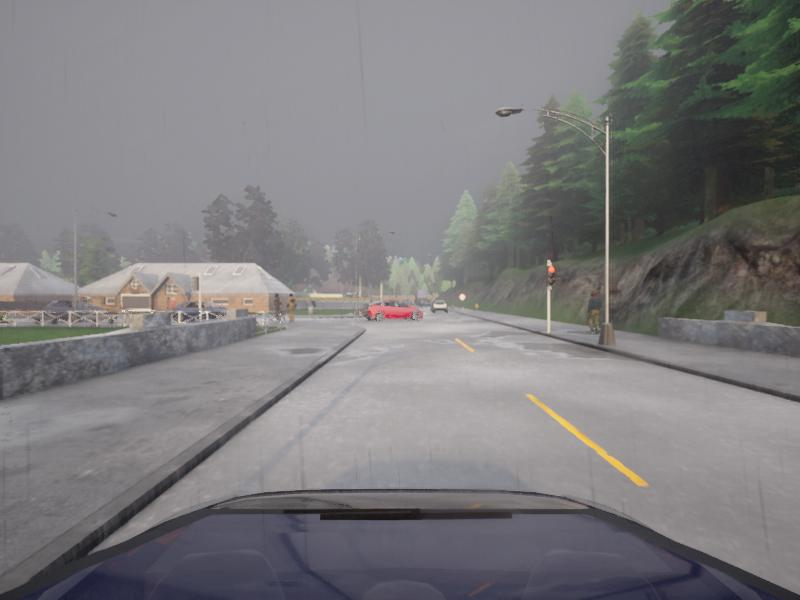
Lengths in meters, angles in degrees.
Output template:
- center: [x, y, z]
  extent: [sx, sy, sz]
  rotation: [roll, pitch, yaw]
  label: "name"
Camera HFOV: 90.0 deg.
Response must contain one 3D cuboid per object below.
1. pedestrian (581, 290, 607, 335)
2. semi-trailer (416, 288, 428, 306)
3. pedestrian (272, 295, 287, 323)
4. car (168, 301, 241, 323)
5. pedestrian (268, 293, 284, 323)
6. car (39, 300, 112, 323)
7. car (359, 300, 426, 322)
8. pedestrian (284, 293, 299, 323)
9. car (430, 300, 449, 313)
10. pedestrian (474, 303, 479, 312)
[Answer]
- center: [8.260, 0.509, 17.019]
  extent: [0.751, 1.860, 0.751]
  rotation: [0, 0, 1]
  label: "pedestrian"
- center: [5.696, -0.761, 107.410]
  extent: [2.717, 4.402, 14.254]
  rotation: [0, 0, 1]
  label: "semi-trailer"
- center: [-8.174, 0.601, 27.188]
  extent: [0.751, 1.860, 0.751]
  rotation: [0, 0, 4]
  label: "pedestrian"
- center: [-13.528, 0.817, 27.895]
  extent: [4.193, 1.474, 1.816]
  rotation: [0, 0, 1]
  label: "car"
- center: [-7.788, 0.482, 25.167]
  extent: [0.751, 1.860, 0.751]
  rotation: [0, 0, -3]
  label: "pedestrian"
- center: [-22.673, 0.788, 28.034]
  extent: [3.633, 1.501, 1.845]
  rotation: [0, 0, 1]
  label: "car"
- center: [-0.566, 0.788, 29.659]
  extent: [4.514, 1.525, 2.007]
  rotation: [0, 0, -26]
  label: "car"
- center: [-6.906, 0.482, 25.438]
  extent: [0.751, 1.860, 0.751]
  rotation: [0, 0, -31]
  label: "pedestrian"
- center: [4.750, 0.762, 48.990]
  extent: [2.007, 1.525, 4.514]
  rotation: [0, 0, 1]
  label: "car"
- center: [8.891, 0.850, 46.329]
  extent: [0.500, 1.100, 0.500]
  rotation: [0, 0, 7]
  label: "pedestrian"
